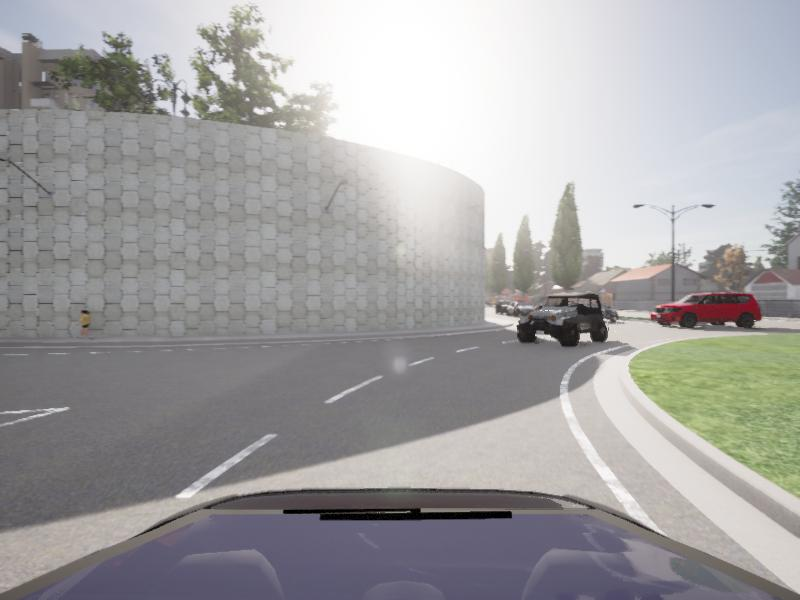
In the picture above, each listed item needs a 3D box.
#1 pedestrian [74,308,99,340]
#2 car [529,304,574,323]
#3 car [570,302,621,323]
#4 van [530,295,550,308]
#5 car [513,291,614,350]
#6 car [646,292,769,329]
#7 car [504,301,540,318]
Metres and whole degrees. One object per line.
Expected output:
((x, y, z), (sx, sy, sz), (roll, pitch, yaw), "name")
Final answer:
((-11.270, 0.851, 14.391), (0.500, 1.100, 0.500), (0, 0, -8), "pedestrian")
((11.384, 0.970, 30.409), (1.895, 1.301, 4.718), (0, 0, 3), "car")
((14.768, 0.901, 30.530), (1.812, 1.442, 4.674), (0, 0, 3), "car")
((27.421, 0.272, 78.547), (1.988, 2.561, 5.915), (0, 0, 1), "van")
((6.065, 0.660, 14.705), (3.866, 1.878, 1.905), (0, 0, -41), "car")
((17.838, 0.604, 23.385), (5.566, 2.045, 2.150), (0, 0, -2), "car")
((11.597, 0.854, 38.316), (2.038, 1.542, 4.974), (0, 0, 1), "car")
